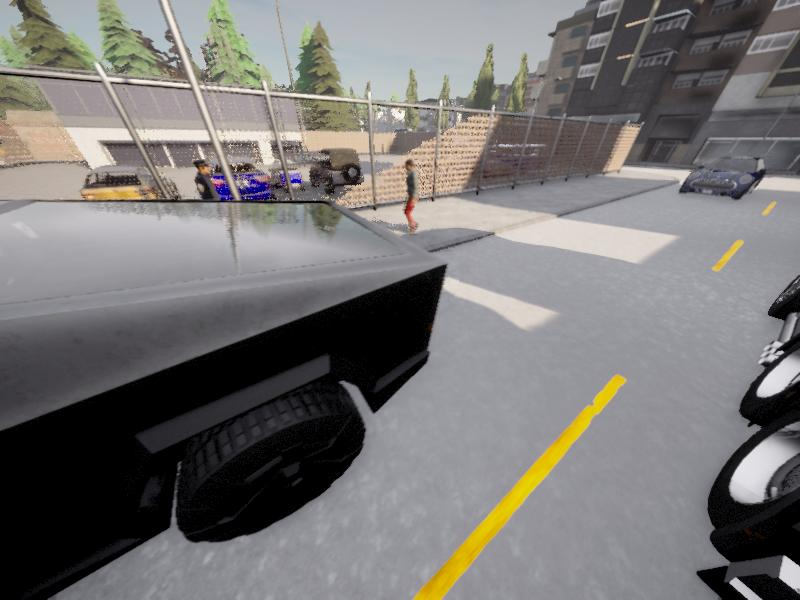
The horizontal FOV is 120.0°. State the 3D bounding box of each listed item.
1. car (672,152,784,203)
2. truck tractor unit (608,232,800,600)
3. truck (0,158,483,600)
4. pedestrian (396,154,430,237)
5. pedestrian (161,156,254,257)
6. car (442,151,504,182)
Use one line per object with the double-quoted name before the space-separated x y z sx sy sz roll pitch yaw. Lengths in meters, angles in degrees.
"car" 16.352 -6.257 11.544 4.553 1.767 2.097 -20 40 -26
"truck tractor unit" 5.052 -0.356 0.854 6.516 4.208 3.053 -21 40 -27
"truck" -2.896 0.734 1.091 6.274 2.098 2.390 -20 40 -27
"pedestrian" 0.290 -2.691 6.021 0.751 1.860 0.751 1 35 1
"pedestrian" -3.980 -1.994 4.989 0.751 1.860 0.751 -10 36 -15
"car" 4.977 -9.244 15.848 3.705 1.547 1.789 -20 40 -27
